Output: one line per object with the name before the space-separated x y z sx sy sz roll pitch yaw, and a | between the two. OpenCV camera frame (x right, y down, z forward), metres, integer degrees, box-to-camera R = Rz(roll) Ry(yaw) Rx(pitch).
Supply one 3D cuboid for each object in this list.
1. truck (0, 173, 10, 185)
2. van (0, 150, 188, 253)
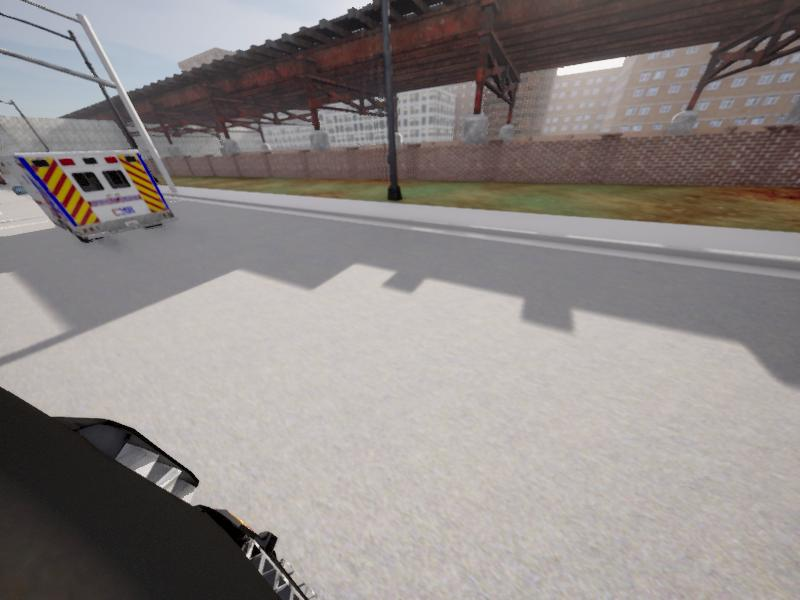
truck | -58.110 -17.819 31.515 8.468 3.827 2.891 16 38 26
van | -11.037 -3.736 8.201 6.366 2.431 2.351 16 38 26
